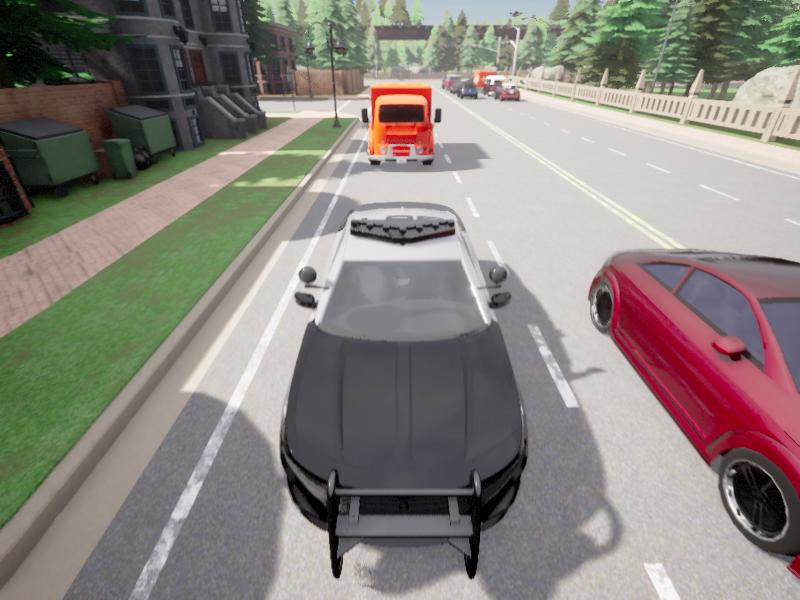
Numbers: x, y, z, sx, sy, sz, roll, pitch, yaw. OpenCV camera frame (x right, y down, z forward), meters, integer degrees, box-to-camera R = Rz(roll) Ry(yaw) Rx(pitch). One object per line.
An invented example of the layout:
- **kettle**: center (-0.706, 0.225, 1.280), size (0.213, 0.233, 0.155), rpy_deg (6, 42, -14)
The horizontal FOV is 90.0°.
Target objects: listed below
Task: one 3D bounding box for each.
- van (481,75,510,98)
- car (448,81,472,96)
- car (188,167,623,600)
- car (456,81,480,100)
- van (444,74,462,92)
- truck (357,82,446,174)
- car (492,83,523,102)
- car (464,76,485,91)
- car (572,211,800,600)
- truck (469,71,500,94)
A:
- **van**: center (10.606, -23.951, 44.840), size (2.069, 2.038, 4.480), rpy_deg (0, 30, 0)
- **car**: center (7.113, -25.449, 48.048), size (2.033, 1.411, 5.357), rpy_deg (0, 30, 0)
- **car**: center (0.029, -0.044, 4.444), size (1.930, 1.638, 5.238), rpy_deg (0, 31, 0)
- **car**: center (7.102, -22.125, 42.162), size (1.851, 1.617, 3.988), rpy_deg (0, 30, 0)
- **van**: center (7.122, -29.295, 54.028), size (1.775, 1.987, 4.442), rpy_deg (0, 30, 0)
- **truck**: center (0.048, -6.484, 14.623), size (2.627, 2.467, 5.204), rpy_deg (0, 30, 0)
- **car**: center (10.596, -20.549, 39.590), size (1.970, 1.475, 3.806), rpy_deg (0, 30, 0)
- **car**: center (10.628, -31.070, 57.405), size (2.033, 1.649, 4.856), rpy_deg (0, 30, 0)
- **car**: center (3.531, 0.502, 3.768), size (1.994, 1.385, 4.181), rpy_deg (0, 31, 0)
- **truck**: center (10.619, -27.643, 50.719), size (2.627, 2.467, 5.204), rpy_deg (0, 30, 0)
